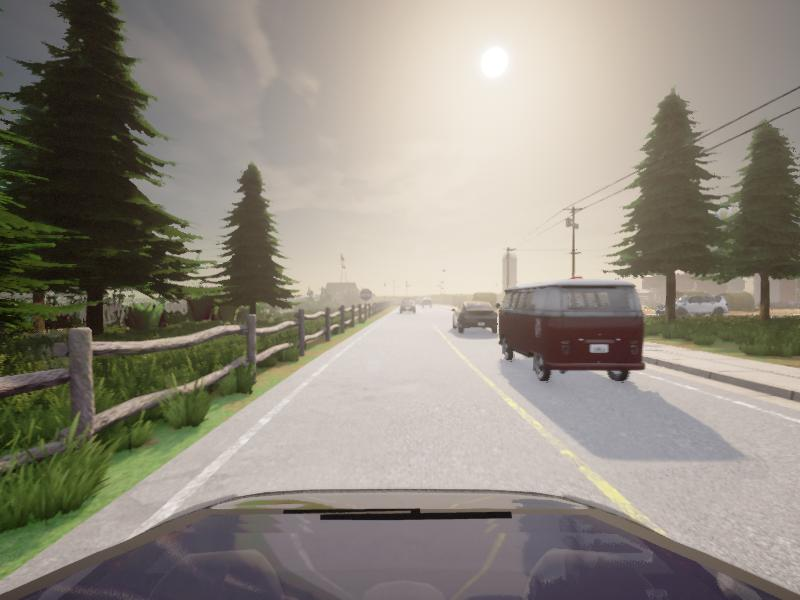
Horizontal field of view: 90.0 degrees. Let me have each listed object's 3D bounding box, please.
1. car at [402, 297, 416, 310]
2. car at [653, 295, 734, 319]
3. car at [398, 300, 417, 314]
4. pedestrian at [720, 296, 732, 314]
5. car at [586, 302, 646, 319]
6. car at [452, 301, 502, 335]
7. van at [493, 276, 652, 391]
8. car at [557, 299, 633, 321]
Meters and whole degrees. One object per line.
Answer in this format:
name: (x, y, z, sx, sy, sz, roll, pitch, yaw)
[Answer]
car: (1.406, 0.526, 64.373, 2.150, 2.045, 5.566, 0, 0, 2)
car: (25.788, 0.576, 35.304, 5.566, 2.045, 2.150, 0, 0, -1)
car: (0.934, 0.802, 47.302, 2.128, 1.511, 4.902, 0, 0, 1)
pedestrian: (33.165, 0.482, 40.693, 0.751, 1.860, 0.751, 0, 0, 16)
car: (18.897, 0.914, 35.165, 4.181, 1.385, 1.994, 0, 0, -2)
car: (3.757, 0.824, 20.313, 1.837, 1.490, 4.892, 0, 0, 3)
van: (3.514, 0.584, 9.168, 1.775, 1.987, 4.442, 0, 0, 1)
car: (15.386, 0.789, 31.721, 5.027, 1.651, 2.152, 0, 0, -2)
